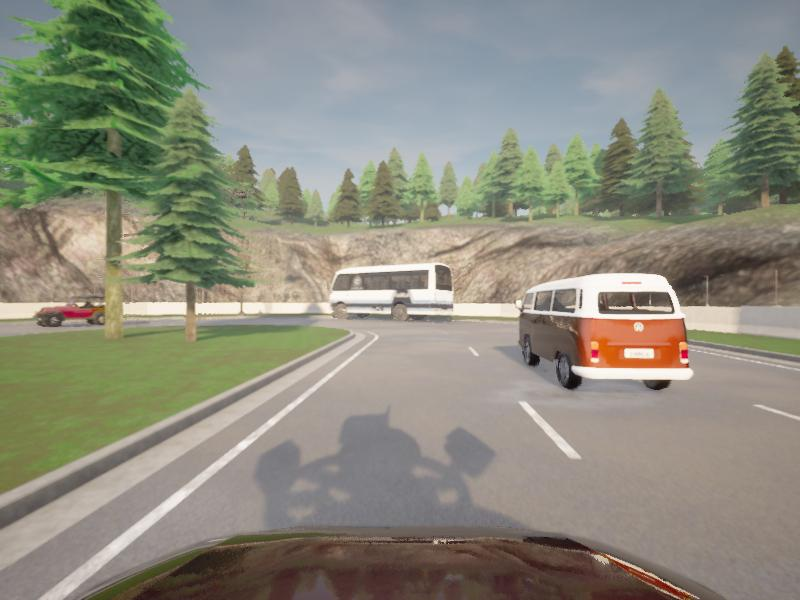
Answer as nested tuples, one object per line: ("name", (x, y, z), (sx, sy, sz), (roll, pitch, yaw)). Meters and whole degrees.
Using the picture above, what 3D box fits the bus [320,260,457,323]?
("bus", (-1.080, -0.536, 31.364), (10.273, 4.253, 3.944), (0, -2, 33))

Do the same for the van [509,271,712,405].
("van", (3.826, 0.572, 8.362), (2.069, 2.038, 4.480), (0, 0, 3))

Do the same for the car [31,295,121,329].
("car", (-19.400, 0.644, 24.078), (1.905, 1.878, 3.866), (0, 0, 38))
